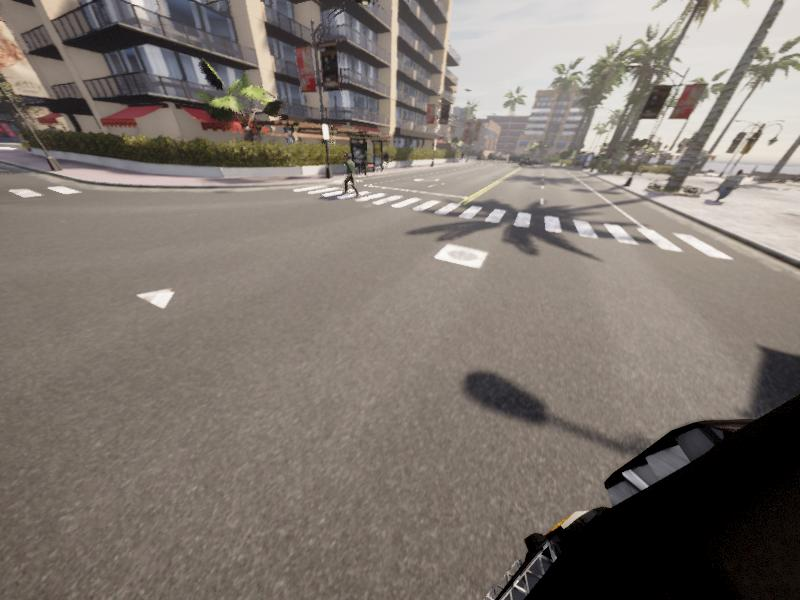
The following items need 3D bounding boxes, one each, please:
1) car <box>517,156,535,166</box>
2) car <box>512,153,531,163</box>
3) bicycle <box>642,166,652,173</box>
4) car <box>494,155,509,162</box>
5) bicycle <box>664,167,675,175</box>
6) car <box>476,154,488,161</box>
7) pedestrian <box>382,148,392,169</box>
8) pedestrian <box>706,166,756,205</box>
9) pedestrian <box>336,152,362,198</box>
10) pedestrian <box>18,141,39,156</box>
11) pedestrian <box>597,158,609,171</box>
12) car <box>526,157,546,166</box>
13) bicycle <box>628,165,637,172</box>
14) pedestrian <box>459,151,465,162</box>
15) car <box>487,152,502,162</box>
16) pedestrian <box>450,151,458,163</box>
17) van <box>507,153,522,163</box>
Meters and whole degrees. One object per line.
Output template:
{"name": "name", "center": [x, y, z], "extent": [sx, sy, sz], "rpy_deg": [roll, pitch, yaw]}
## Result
{"name": "car", "center": [26.718, -29.585, 49.105], "extent": [2.242, 1.667, 4.611], "rpy_deg": [11, 35, 12]}
{"name": "car", "center": [32.943, -38.512, 62.711], "extent": [2.150, 2.045, 5.566], "rpy_deg": [2, 33, -1]}
{"name": "bicycle", "center": [42.849, -22.660, 40.138], "extent": [0.373, 1.024, 1.643], "rpy_deg": [18, 36, 21]}
{"name": "car", "center": [29.465, -41.288, 67.240], "extent": [1.994, 1.385, 4.181], "rpy_deg": [0, 34, -5]}
{"name": "bicycle", "center": [45.532, -21.811, 39.050], "extent": [0.373, 1.024, 1.643], "rpy_deg": [18, 36, 21]}
{"name": "car", "center": [22.472, -39.068, 63.252], "extent": [1.851, 1.617, 3.988], "rpy_deg": [4, 33, 2]}
{"name": "pedestrian", "center": [-1.369, -14.883, 24.354], "extent": [0.751, 1.860, 0.751], "rpy_deg": [17, 36, 21]}
{"name": "pedestrian", "center": [18.840, -6.549, 13.227], "extent": [0.751, 1.860, 0.751], "rpy_deg": [28, 41, 33]}
{"name": "pedestrian", "center": [-2.433, -5.992, 11.117], "extent": [0.751, 1.860, 0.751], "rpy_deg": [19, 37, 22]}
{"name": "pedestrian", "center": [-33.669, -13.716, 20.934], "extent": [0.500, 1.100, 0.500], "rpy_deg": [17, 36, 21]}
{"name": "pedestrian", "center": [35.544, -23.724, 40.394], "extent": [0.751, 1.860, 0.751], "rpy_deg": [13, 35, 15]}
{"name": "car", "center": [31.786, -32.468, 54.128], "extent": [2.152, 1.651, 5.027], "rpy_deg": [6, 34, 5]}
{"name": "bicycle", "center": [41.059, -23.226, 40.864], "extent": [0.373, 1.024, 1.643], "rpy_deg": [18, 36, 21]}
{"name": "pedestrian", "center": [12.850, -29.719, 47.806], "extent": [0.751, 1.860, 0.751], "rpy_deg": [17, 36, 20]}
{"name": "car", "center": [26.012, -39.694, 63.994], "extent": [2.150, 2.045, 5.566], "rpy_deg": [4, 33, 2]}
{"name": "pedestrian", "center": [9.739, -25.816, 41.682], "extent": [0.751, 1.860, 0.751], "rpy_deg": [19, 37, 23]}
{"name": "van", "center": [29.129, -36.219, 59.015], "extent": [1.775, 1.987, 4.442], "rpy_deg": [4, 33, 2]}
